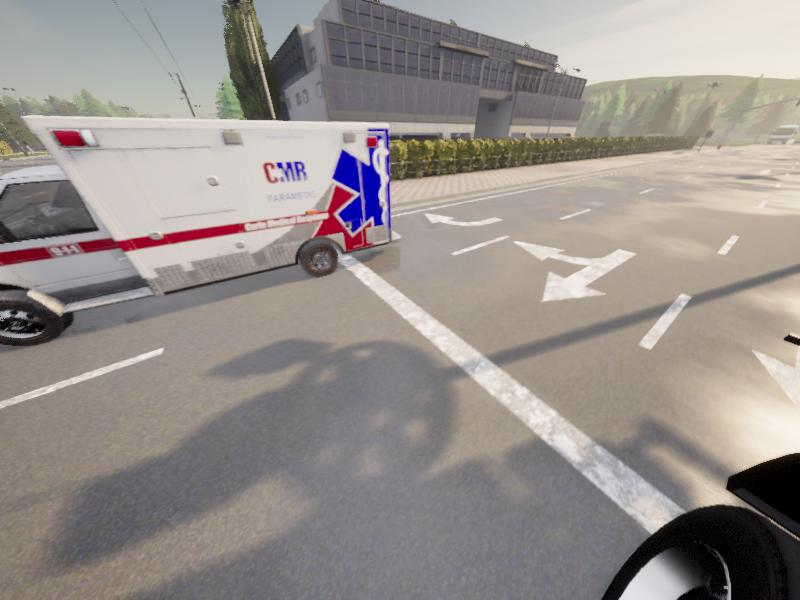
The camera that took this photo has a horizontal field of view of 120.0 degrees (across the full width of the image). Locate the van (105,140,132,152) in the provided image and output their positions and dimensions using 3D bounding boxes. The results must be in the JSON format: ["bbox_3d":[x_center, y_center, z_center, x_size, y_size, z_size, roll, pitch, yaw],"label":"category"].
[{"bbox_3d":[-58.017,-31.936,47.784,2.069,2.038,4.480,-21,40,-26],"label":"van"}]

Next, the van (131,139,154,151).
[{"bbox_3d":[-55.828,-33.702,50.263,2.069,2.038,4.480,-21,40,-26],"label":"van"}]

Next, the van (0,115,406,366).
[{"bbox_3d":[-3.230,-1.575,4.049,6.366,2.431,2.351,-20,40,-25],"label":"van"}]
